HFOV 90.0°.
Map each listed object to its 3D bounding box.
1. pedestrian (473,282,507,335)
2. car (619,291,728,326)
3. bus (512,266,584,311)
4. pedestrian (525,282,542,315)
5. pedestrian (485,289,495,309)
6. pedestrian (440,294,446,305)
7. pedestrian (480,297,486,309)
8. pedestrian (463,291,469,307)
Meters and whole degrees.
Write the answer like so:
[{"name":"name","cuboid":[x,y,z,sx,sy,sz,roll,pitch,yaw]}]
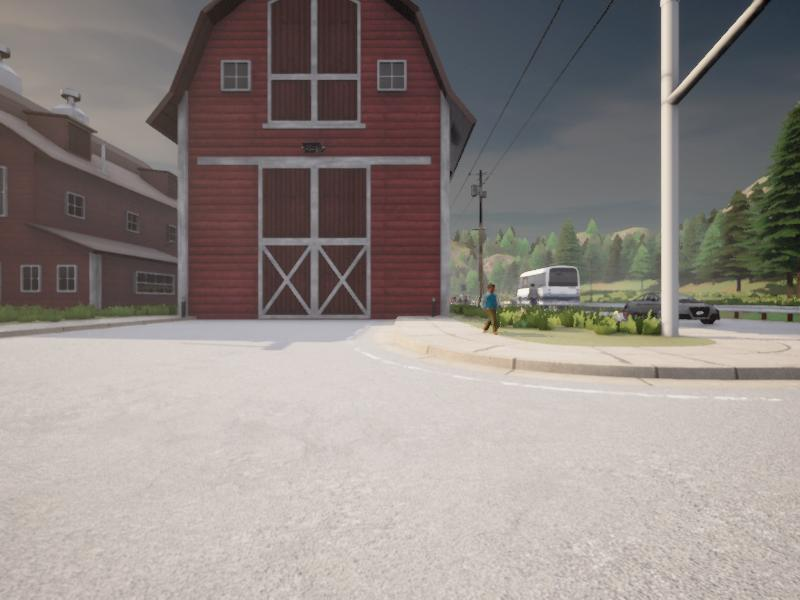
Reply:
[{"name":"pedestrian","cuboid":[1.944,0.177,8.671,0.500,1.100,0.500,0,0,-27]},{"name":"car","cuboid":[11.800,0.327,17.706,1.994,1.385,4.181,0,0,0]},{"name":"bus","cuboid":[15.417,-1.117,42.873,3.944,4.253,10.273,0,0,1]},{"name":"pedestrian","cuboid":[7.772,-0.093,23.339,0.751,1.860,0.751,0,0,0]},{"name":"pedestrian","cuboid":[8.418,-0.094,37.458,0.751,1.860,0.751,0,0,5]},{"name":"pedestrian","cuboid":[7.345,-0.094,68.736,0.751,1.860,0.751,0,0,-23]},{"name":"pedestrian","cuboid":[7.790,0.287,37.410,0.500,1.100,0.500,0,0,3]},{"name":"pedestrian","cuboid":[7.967,-0.094,48.411,0.751,1.860,0.751,0,0,8]}]
